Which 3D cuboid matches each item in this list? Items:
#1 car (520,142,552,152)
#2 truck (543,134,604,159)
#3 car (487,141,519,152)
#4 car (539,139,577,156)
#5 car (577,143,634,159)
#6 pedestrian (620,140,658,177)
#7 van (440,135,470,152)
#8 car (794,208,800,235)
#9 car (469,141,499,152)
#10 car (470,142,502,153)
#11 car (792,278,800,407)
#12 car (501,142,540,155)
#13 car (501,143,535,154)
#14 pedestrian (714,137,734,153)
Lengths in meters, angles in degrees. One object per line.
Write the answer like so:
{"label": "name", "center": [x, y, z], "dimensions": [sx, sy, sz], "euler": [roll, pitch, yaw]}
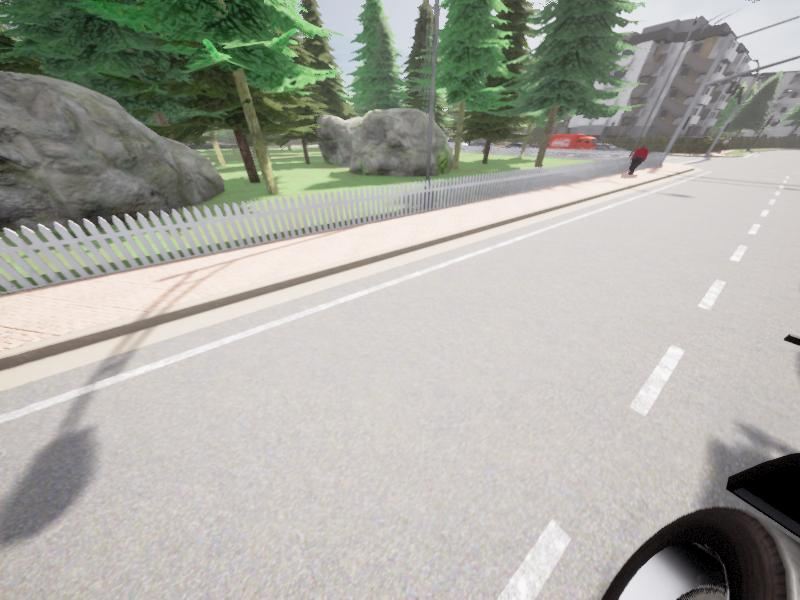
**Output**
{"label": "car", "center": [24.975, -28.230, 42.516], "dimensions": [1.812, 1.442, 4.674], "euler": [-21, 40, -26]}
{"label": "truck", "center": [22.224, -19.953, 29.904], "dimensions": [2.627, 2.467, 5.204], "euler": [-21, 40, -26]}
{"label": "car", "center": [19.534, -29.395, 44.092], "dimensions": [1.801, 1.575, 5.366], "euler": [-21, 40, -26]}
{"label": "car", "center": [23.195, -22.564, 34.102], "dimensions": [1.905, 1.878, 3.866], "euler": [-21, 40, -26]}
{"label": "car", "center": [26.500, -19.483, 30.037], "dimensions": [2.128, 1.511, 4.902], "euler": [-21, 40, -26]}
{"label": "pedestrian", "center": [14.620, -8.658, 14.164], "dimensions": [0.751, 1.860, 0.751], "euler": [-21, 40, -27]}
{"label": "van", "center": [10.498, -30.372, 44.715], "dimensions": [1.988, 2.561, 5.915], "euler": [-21, 40, -26]}
{"label": "car", "center": [13.622, -2.746, 6.416], "dimensions": [4.792, 1.488, 2.163], "euler": [-22, 40, -27]}
{"label": "car", "center": [15.760, -29.049, 43.593], "dimensions": [2.152, 1.651, 5.027], "euler": [-21, 40, -26]}
{"label": "car", "center": [14.662, -26.258, 39.754], "dimensions": [1.837, 1.490, 4.892], "euler": [-21, 40, -26]}
{"label": "car", "center": [6.750, -0.050, 2.564], "dimensions": [5.366, 1.575, 1.801], "euler": [-22, 40, -28]}
{"label": "car", "center": [18.227, -23.098, 35.243], "dimensions": [1.837, 1.490, 4.892], "euler": [-21, 40, -26]}
{"label": "car", "center": [19.680, -25.441, 38.728], "dimensions": [1.895, 1.301, 4.718], "euler": [-21, 40, -26]}
{"label": "pedestrian", "center": [46.065, -21.996, 32.842], "dimensions": [0.751, 1.860, 0.751], "euler": [-19, 39, -24]}
